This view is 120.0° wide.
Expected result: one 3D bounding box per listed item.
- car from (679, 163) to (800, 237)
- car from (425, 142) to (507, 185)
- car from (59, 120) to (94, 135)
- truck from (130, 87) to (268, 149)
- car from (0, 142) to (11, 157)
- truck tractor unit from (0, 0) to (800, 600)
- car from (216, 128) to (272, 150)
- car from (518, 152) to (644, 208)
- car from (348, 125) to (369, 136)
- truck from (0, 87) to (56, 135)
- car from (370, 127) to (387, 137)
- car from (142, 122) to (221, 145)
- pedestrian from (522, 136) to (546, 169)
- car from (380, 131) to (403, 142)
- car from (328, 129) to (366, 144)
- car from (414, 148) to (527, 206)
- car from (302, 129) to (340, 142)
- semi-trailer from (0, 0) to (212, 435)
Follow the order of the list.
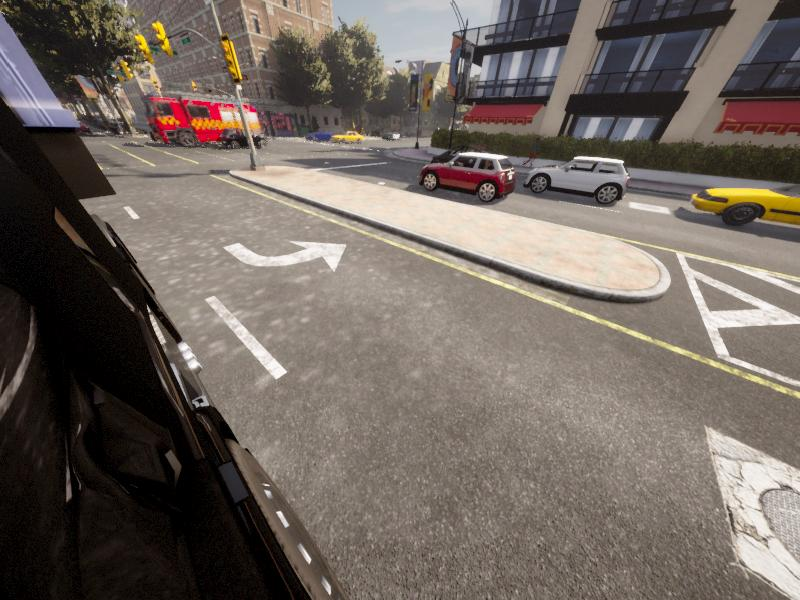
[{"bbox_3d":[12.687,-2.809,6.877,5.366,1.575,1.801,28,43,29],"label":"car"},{"bbox_3d":[3.489,-7.613,12.737,3.705,1.549,1.789,28,43,29],"label":"car"},{"bbox_3d":[-39.822,-21.265,28.459,4.718,1.301,1.895,28,43,29],"label":"car"},{"bbox_3d":[-17.921,-16.706,21.638,2.891,3.827,8.468,27,43,29],"label":"truck"},{"bbox_3d":[-24.331,-8.129,11.694,2.007,1.525,4.514,25,42,26],"label":"car"},{"bbox_3d":[-2.645,-0.295,0.351,6.516,4.208,3.053,28,44,30],"label":"truck tractor unit"},{"bbox_3d":[-14.395,-14.980,21.472,1.845,1.501,3.633,27,43,29],"label":"car"},{"bbox_3d":[7.680,-5.387,10.092,3.806,1.475,1.970,28,44,30],"label":"car"},{"bbox_3d":[-11.107,-45.024,61.376,5.566,2.045,2.150,28,44,29],"label":"car"},{"bbox_3d":[-42.459,-20.963,25.777,8.468,3.827,2.891,28,43,29],"label":"truck"},{"bbox_3d":[-5.424,-41.908,57.711,3.866,1.878,1.905,30,44,31],"label":"car"},{"bbox_3d":[-21.572,-16.600,23.089,1.930,1.638,5.238,27,43,29],"label":"car"},{"bbox_3d":[9.412,-10.391,16.271,0.751,1.860,0.751,27,43,29],"label":"pedestrian"},{"bbox_3d":[-1.494,-30.990,43.672,2.038,1.542,4.974,20,40,23],"label":"car"},{"bbox_3d":[-7.406,-23.231,32.893,1.801,1.575,5.366,27,43,28],"label":"car"},{"bbox_3d":[2.759,-5.248,9.597,3.806,1.475,1.970,28,43,29],"label":"car"},{"bbox_3d":[-11.465,-24.022,33.807,4.674,1.442,1.812,-28,47,-35],"label":"car"},{"bbox_3d":[-9.457,-2.940,3.286,14.254,4.402,2.717,19,40,20],"label":"semi-trailer"}]
